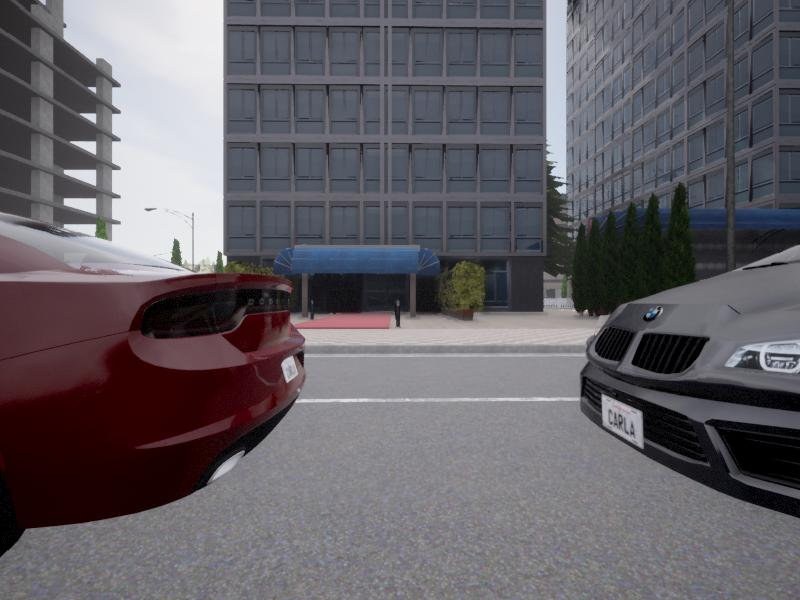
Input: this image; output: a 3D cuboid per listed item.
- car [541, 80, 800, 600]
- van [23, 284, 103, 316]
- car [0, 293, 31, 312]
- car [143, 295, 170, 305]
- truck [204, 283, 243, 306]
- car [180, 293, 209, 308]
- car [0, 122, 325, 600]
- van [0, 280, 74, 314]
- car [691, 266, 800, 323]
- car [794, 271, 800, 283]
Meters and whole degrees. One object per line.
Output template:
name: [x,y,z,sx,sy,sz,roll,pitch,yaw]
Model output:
car: [3.516,0.156,2.286,4.611,1.667,2.242,0,0,-1]
van: [-22.885,-0.002,27.441,1.775,1.987,4.442,0,0,-1]
car: [-33.484,0.201,32.650,1.801,1.575,5.366,0,0,-1]
car: [-45.556,0.001,74.879,3.866,1.878,1.905,0,0,-1]
truck: [-31.528,-0.964,71.436,8.468,3.827,2.891,1,0,40]
car: [-26.851,0.046,52.345,1.905,1.878,3.866,0,0,-1]
car: [-3.069,0.223,2.122,5.008,1.535,1.882,0,0,-1]
van: [-29.976,-0.222,32.179,2.351,2.431,6.366,0,0,-1]
car: [15.472,-0.198,15.717,6.274,2.098,2.390,0,0,29]
car: [16.540,-0.940,16.112,0.945,0.468,0.156,0,0,29]
